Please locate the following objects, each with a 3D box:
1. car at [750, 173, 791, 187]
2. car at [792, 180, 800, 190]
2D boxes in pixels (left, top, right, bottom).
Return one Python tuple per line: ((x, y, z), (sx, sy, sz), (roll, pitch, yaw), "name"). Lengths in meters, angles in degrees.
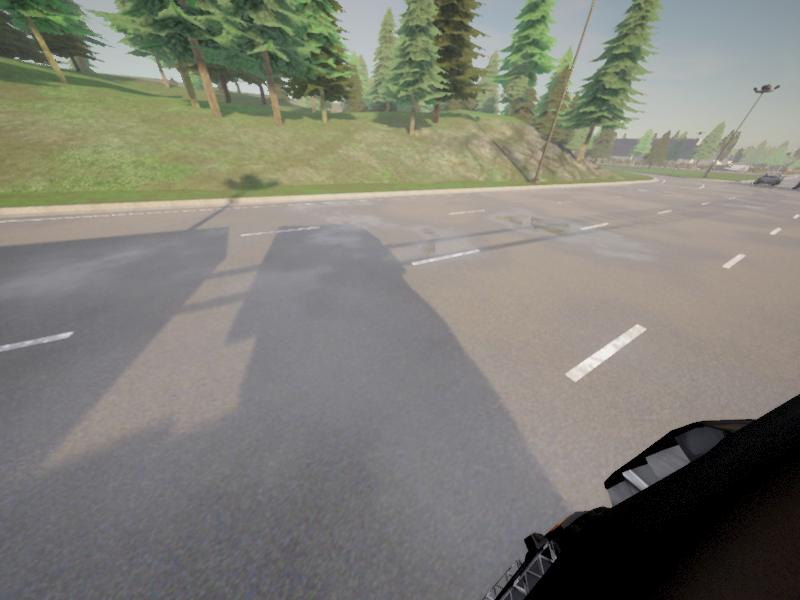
((52.831, -17.193, 32.934), (4.902, 1.511, 2.128), (-16, 38, -26), "car")
((52.769, -14.944, 29.544), (4.892, 1.490, 1.837), (-16, 38, -26), "car")
